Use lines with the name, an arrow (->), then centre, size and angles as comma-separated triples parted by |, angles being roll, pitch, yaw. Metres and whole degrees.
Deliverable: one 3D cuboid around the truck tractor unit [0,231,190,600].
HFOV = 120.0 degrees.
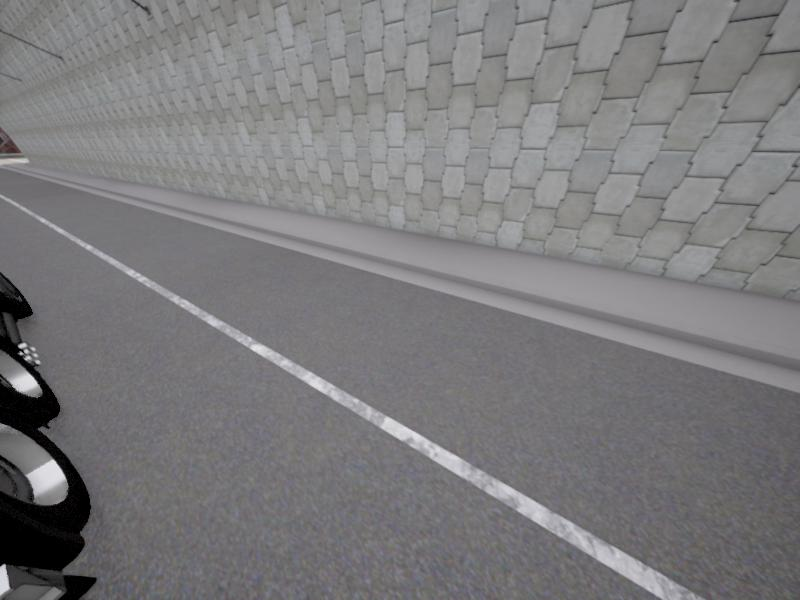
truck tractor unit -> -5.053, -0.354, 0.857 | 6.516, 4.208, 3.053 | 21, 40, 27
